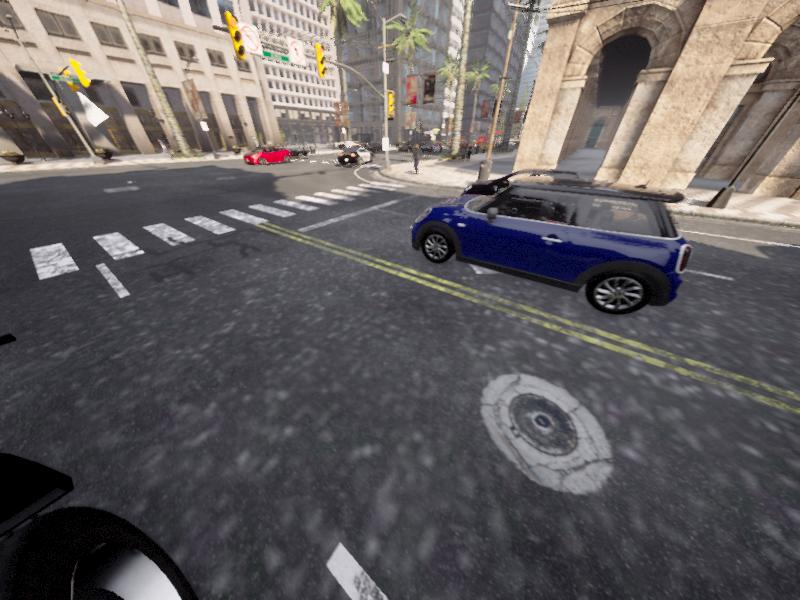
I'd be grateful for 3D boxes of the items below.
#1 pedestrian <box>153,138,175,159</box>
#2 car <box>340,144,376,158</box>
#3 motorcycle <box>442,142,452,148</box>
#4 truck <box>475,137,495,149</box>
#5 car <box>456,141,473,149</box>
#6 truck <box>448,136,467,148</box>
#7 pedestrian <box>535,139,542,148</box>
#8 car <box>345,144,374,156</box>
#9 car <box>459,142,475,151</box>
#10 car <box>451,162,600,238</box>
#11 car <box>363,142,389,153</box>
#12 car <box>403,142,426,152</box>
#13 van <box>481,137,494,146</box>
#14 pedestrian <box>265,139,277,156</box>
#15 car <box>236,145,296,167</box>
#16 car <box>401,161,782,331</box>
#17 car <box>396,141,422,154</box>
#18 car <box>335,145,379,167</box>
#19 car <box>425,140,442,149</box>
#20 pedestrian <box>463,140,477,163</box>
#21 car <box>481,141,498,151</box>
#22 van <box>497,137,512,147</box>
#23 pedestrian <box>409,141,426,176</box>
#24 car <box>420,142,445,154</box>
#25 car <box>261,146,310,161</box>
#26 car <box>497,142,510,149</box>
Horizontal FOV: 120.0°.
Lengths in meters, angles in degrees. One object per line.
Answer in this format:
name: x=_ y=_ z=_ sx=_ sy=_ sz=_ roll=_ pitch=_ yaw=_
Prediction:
pedestrian: x=-25.657 y=-16.449 z=25.135 sx=0.751 sy=1.860 sz=0.751 roll=22 pitch=40 yaw=27
car: x=-5.568 y=-20.393 z=31.514 sx=1.837 sy=1.490 sz=4.892 roll=22 pitch=41 yaw=28
motorcycle: x=12.683 y=-41.647 z=62.058 sx=2.356 sy=1.277 sz=0.764 roll=-15 pitch=38 yaw=-21
truck: x=21.222 y=-39.166 z=57.516 sx=2.627 sy=2.467 sz=5.204 roll=22 pitch=41 yaw=28
car: x=15.876 y=-37.866 z=56.494 sx=2.163 sy=1.488 sz=4.792 roll=22 pitch=41 yaw=28
truck: x=14.865 y=-40.981 z=60.042 sx=2.627 sy=2.467 sz=5.204 roll=22 pitch=41 yaw=28
pedestrian: x=35.186 y=-39.704 z=58.613 sx=0.751 sy=1.860 sz=0.751 roll=-25 pitch=42 yaw=-31
car: x=-6.189 y=-23.336 z=35.793 sx=1.994 sy=1.385 sz=4.181 roll=22 pitch=41 yaw=28
car: x=14.427 y=-33.168 z=49.746 sx=1.789 sy=1.549 sz=3.705 roll=22 pitch=41 yaw=28
car: x=3.799 y=-3.359 z=7.380 sx=3.633 sy=1.501 sz=1.845 roll=22 pitch=41 yaw=28
car: x=-4.341 y=-28.065 z=42.427 sx=2.163 sy=1.488 sz=4.792 roll=22 pitch=41 yaw=28
car: x=2.914 y=-30.735 z=46.345 sx=2.033 sy=1.411 sz=5.357 roll=22 pitch=41 yaw=28
van: x=28.999 y=-52.780 z=76.804 sx=1.988 sy=2.561 sz=5.915 roll=22 pitch=41 yaw=28
pedestrian: x=-17.013 y=-20.173 z=30.488 sx=0.751 sy=1.860 sz=0.751 roll=-8 pitch=36 yaw=-11
car: x=-12.802 y=-14.023 z=22.388 sx=2.007 sy=1.525 sz=4.514 roll=16 pitch=38 yaw=22
car: x=2.494 y=-1.534 z=4.550 sx=4.553 sy=1.767 sz=2.097 roll=22 pitch=41 yaw=28
car: x=1.599 y=-26.275 z=39.789 sx=1.930 sy=1.638 sz=5.238 roll=22 pitch=41 yaw=28
car: x=-4.032 y=-14.245 z=22.767 sx=2.038 sy=1.542 sz=4.974 roll=12 pitch=37 yaw=15
car: x=8.383 y=-38.457 z=57.004 sx=2.185 sy=1.767 sz=4.553 roll=22 pitch=41 yaw=28
pedestrian: x=6.878 y=-14.588 z=22.747 sx=0.751 sy=1.860 sz=0.751 roll=19 pitch=39 yaw=25
car: x=19.746 y=-34.035 z=50.997 sx=1.801 sy=1.575 sz=5.366 roll=22 pitch=41 yaw=28
van: x=31.802 y=-47.944 z=70.088 sx=2.351 sy=2.431 sz=6.366 roll=22 pitch=41 yaw=28
pedestrian: x=1.113 y=-9.153 z=14.989 sx=0.751 sy=1.860 sz=0.751 roll=25 pitch=42 yaw=30
car: x=5.667 y=-26.040 z=39.581 sx=2.038 sy=1.542 sz=4.974 roll=22 pitch=41 yaw=28
car: x=-13.433 y=-17.410 z=27.391 sx=1.895 sy=1.301 sz=4.718 roll=22 pitch=41 yaw=28
car: x=26.603 y=-39.648 z=59.181 sx=1.970 sy=1.475 sz=3.806 roll=22 pitch=41 yaw=28
